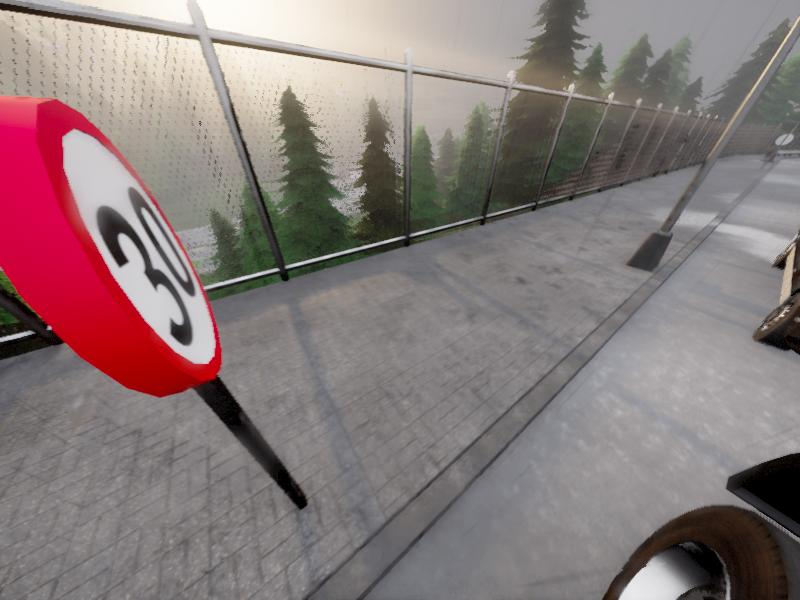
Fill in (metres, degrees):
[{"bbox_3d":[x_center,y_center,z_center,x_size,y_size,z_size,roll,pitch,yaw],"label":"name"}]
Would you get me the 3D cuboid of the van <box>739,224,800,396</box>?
[{"bbox_3d":[6.984,-0.739,2.697,5.915,2.561,1.988,-22,41,-28],"label":"van"}]
